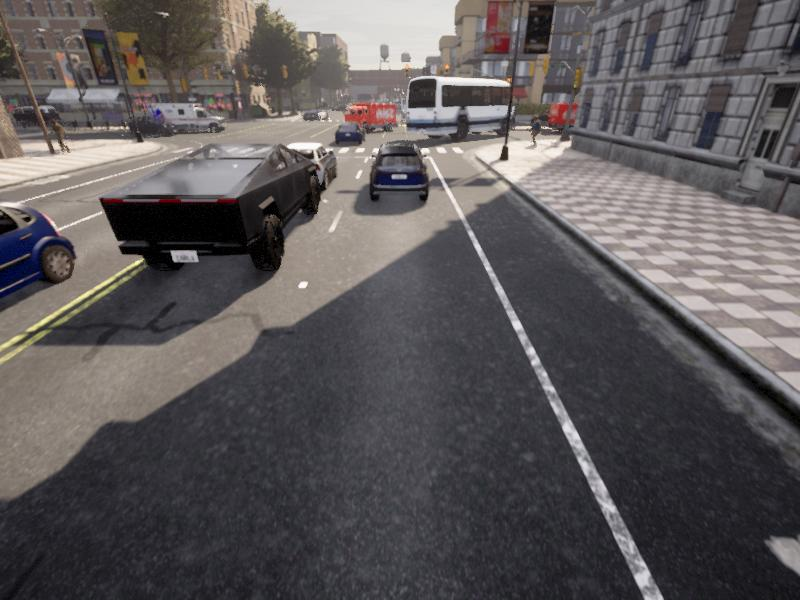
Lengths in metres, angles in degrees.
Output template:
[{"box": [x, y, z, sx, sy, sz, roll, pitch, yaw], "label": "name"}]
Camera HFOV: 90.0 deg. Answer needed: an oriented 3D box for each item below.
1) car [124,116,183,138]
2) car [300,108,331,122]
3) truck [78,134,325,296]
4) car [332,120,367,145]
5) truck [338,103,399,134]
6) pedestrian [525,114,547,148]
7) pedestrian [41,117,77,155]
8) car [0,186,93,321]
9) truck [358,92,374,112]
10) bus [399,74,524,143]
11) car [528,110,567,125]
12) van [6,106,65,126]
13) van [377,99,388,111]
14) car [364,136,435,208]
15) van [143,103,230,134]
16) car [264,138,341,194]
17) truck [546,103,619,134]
[{"box": [-20.609, -14.532, 33.547, 3.633, 1.501, 1.845, 4, 27, 7], "label": "car"}, {"box": [-11.588, -25.506, 55.052, 2.038, 1.542, 4.974, 7, 28, 14], "label": "car"}, {"box": [-3.503, -2.408, 9.106, 2.390, 2.098, 6.274, 0, 27, 0], "label": "truck"}, {"box": [-3.606, -12.331, 29.377, 1.994, 1.385, 4.181, 0, 27, 0], "label": "car"}, {"box": [-2.854, -17.038, 37.442, 2.627, 2.467, 5.204, 22, 33, 37], "label": "truck"}, {"box": [8.436, -10.526, 24.887, 0.751, 1.860, 0.751, -10, 29, -18], "label": "pedestrian"}, {"box": [-18.577, -8.949, 21.840, 0.751, 1.860, 0.751, -3, 27, -7], "label": "pedestrian"}, {"box": [-7.020, -0.434, 5.787, 1.851, 1.617, 3.988, 0, 27, 0], "label": "car"}, {"box": [-7.421, -44.249, 89.275, 2.891, 3.827, 8.468, 0, 27, 0], "label": "truck"}, {"box": [5.106, -15.172, 31.775, 10.273, 4.253, 3.944, -23, 33, -38], "label": "bus"}, {"box": [17.390, -21.583, 47.285, 3.705, 1.549, 1.789, 0, 27, 0], "label": "car"}, {"box": [-42.920, -21.784, 47.246, 4.480, 2.038, 2.069, 0, 27, 0], "label": "van"}, {"box": [-3.921, -44.342, 90.989, 2.351, 2.431, 6.366, 0, 27, 0], "label": "van"}, {"box": [-0.025, -4.649, 14.019, 2.033, 1.649, 4.856, 0, 27, 0], "label": "car"}, {"box": [-19.620, -16.860, 37.121, 6.366, 2.431, 2.351, -2, 27, -4], "label": "van"}, {"box": [-3.530, -5.230, 15.331, 1.970, 1.475, 3.806, 0, 27, 0], "label": "car"}, {"box": [16.634, -16.760, 36.836, 5.204, 2.467, 2.627, -1, 27, 0], "label": "truck"}]
